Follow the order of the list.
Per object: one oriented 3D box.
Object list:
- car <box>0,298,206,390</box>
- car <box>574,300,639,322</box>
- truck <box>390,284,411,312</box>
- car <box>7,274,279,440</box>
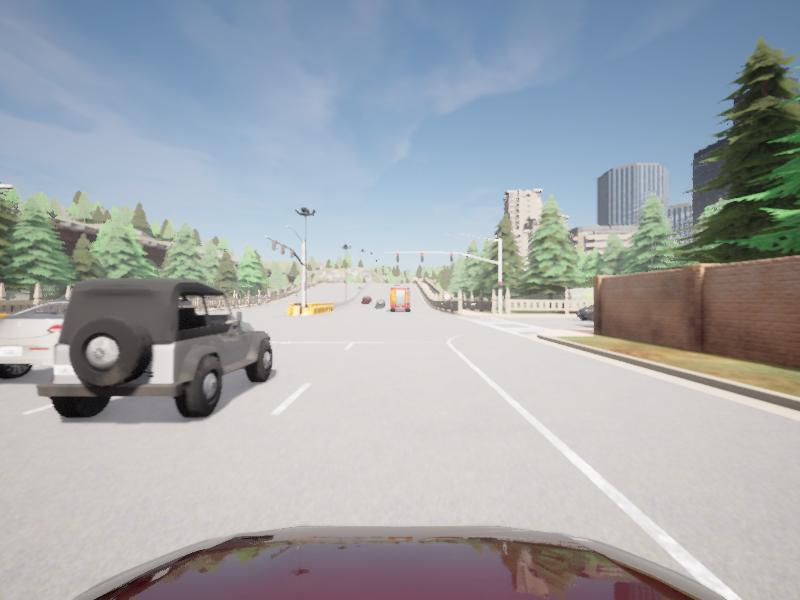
[{"bbox_3d":[-6.996,0.781,9.691,2.152,1.651,5.027,0,0,0],"label":"car"},{"bbox_3d":[15.546,0.790,30.307,3.988,1.617,1.851,0,0,0],"label":"car"},{"bbox_3d":[0.028,-0.316,59.629,2.891,3.827,8.468,0,0,0],"label":"truck"},{"bbox_3d":[-3.495,0.647,6.458,1.905,1.878,3.866,0,0,0],"label":"car"}]
